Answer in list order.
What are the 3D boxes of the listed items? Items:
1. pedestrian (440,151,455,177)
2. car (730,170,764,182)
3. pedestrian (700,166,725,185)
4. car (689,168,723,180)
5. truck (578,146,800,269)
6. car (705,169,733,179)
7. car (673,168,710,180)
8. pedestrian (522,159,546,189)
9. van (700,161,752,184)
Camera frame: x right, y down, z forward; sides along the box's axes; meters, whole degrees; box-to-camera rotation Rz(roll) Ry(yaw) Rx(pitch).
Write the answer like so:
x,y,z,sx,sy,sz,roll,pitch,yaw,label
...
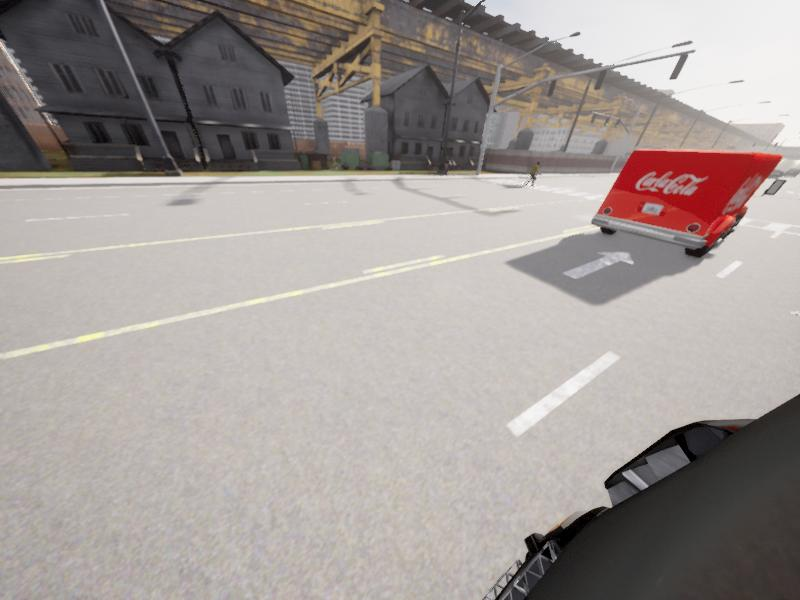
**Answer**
x,y,z,sx,sy,sz,roll,pitch,yaw,label
4.172,-12.025,20.441,0.751,1.860,0.751,-7,35,-15,pedestrian
58.382,-20.884,38.850,5.357,1.411,2.033,-16,38,-26,car
37.406,-14.888,27.674,0.751,1.860,0.751,0,34,-4,pedestrian
51.028,-21.060,38.532,5.357,1.411,2.033,-16,38,-26,car
8.828,-3.082,7.085,5.204,2.467,2.627,-15,38,-25,truck
58.115,-23.023,42.078,4.181,1.385,1.994,-15,38,-25,car
44.475,-19.231,35.254,5.357,1.411,2.033,-16,38,-26,car
10.005,-9.416,17.243,0.751,1.860,0.751,-22,41,-32,pedestrian
44.939,-17.559,31.831,6.366,2.431,2.351,-16,38,-26,van
